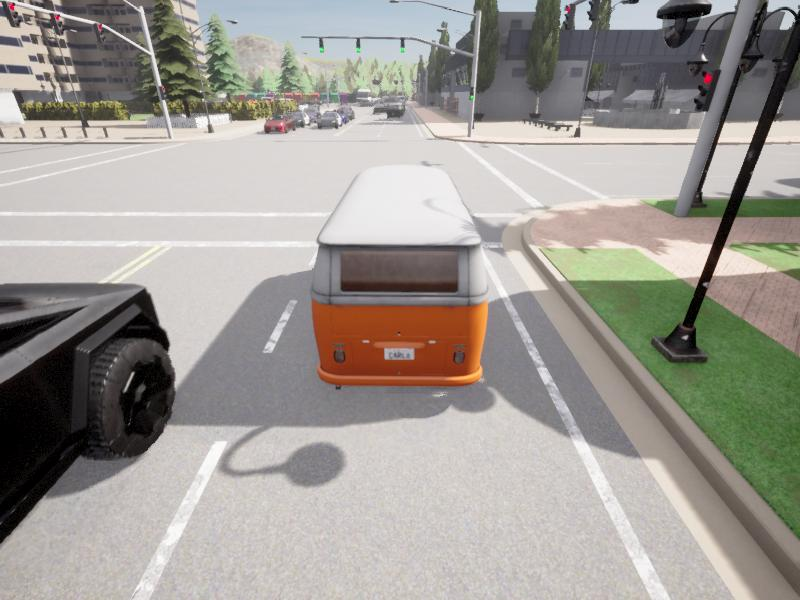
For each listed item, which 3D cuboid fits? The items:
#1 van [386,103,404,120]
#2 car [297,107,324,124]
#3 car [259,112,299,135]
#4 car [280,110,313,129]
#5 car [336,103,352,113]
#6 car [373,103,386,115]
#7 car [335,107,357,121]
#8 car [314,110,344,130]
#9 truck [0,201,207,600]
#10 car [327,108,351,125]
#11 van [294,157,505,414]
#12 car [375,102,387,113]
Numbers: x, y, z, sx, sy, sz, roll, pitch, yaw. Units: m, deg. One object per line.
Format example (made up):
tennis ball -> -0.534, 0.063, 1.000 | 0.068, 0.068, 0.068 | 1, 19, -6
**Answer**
van -> -0.608, -25.241, 53.483 | 1.775, 1.987, 4.442 | 3, 27, 6
car -> -10.472, -21.713, 47.019 | 2.033, 1.649, 4.856 | 0, 27, 0
car -> -10.543, -15.632, 35.312 | 2.007, 1.525, 4.514 | 1, 27, 2
car -> -10.477, -18.487, 40.855 | 2.038, 1.542, 4.974 | 0, 27, 0
car -> -10.458, -36.046, 74.975 | 2.242, 1.667, 4.611 | 0, 27, 0
car -> -3.462, -32.243, 67.468 | 1.930, 1.638, 5.238 | 0, 27, 0
car -> -6.971, -24.101, 51.786 | 2.128, 1.511, 4.902 | 0, 27, 0
car -> -6.978, -17.999, 39.907 | 2.038, 1.542, 4.974 | 0, 27, 0
truck -> -3.498, 1.436, 1.518 | 2.390, 2.098, 6.274 | 0, 27, 0
car -> -6.973, -21.192, 46.117 | 2.007, 1.525, 4.514 | 0, 27, 0
van -> 0.027, -0.697, 5.787 | 1.775, 1.987, 4.442 | 0, 27, 1
car -> -3.458, -36.007, 74.777 | 2.033, 1.649, 4.856 | 0, 27, 0
